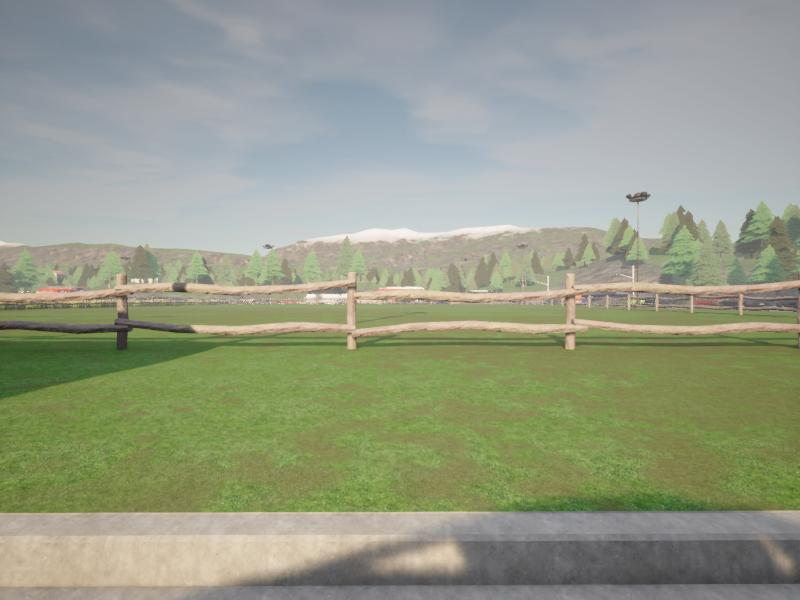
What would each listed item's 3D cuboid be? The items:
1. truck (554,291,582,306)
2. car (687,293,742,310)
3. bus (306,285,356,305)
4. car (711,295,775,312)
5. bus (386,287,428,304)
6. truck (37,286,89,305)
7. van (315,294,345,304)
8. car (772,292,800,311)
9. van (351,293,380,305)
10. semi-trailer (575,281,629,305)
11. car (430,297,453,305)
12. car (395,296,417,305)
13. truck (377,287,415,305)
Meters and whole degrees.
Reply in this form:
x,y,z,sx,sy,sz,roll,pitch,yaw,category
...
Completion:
x,y,z,sx,sy,sz,roll,pitch,yaw,category
29.793,-0.249,71.207,2.627,2.467,5.204,0,0,-1,truck
33.330,0.156,42.600,2.242,1.667,4.611,0,0,0,car
-15.182,-1.130,88.498,10.273,4.253,3.944,0,0,-1,bus
29.804,0.308,34.941,1.994,1.385,4.181,0,0,0,car
1.668,-1.134,99.170,10.273,4.253,3.944,0,0,-1,bus
-71.018,-0.925,84.305,8.468,3.827,2.891,0,0,-1,truck
-16.032,-0.222,91.867,6.366,2.431,2.351,0,0,-1,van
36.817,0.156,36.069,2.242,1.667,4.611,0,0,0,car
-7.335,-0.277,84.952,5.915,2.561,1.988,0,0,-1,van
39.789,-1.217,79.815,2.717,4.402,14.254,0,0,-4,semi-trailer
8.735,0.156,85.122,4.611,1.667,2.242,0,0,-1,car
1.316,0.052,85.044,4.605,1.855,1.932,0,0,-1,car
-0.890,-0.921,88.518,8.468,3.827,2.891,0,0,-1,truck
